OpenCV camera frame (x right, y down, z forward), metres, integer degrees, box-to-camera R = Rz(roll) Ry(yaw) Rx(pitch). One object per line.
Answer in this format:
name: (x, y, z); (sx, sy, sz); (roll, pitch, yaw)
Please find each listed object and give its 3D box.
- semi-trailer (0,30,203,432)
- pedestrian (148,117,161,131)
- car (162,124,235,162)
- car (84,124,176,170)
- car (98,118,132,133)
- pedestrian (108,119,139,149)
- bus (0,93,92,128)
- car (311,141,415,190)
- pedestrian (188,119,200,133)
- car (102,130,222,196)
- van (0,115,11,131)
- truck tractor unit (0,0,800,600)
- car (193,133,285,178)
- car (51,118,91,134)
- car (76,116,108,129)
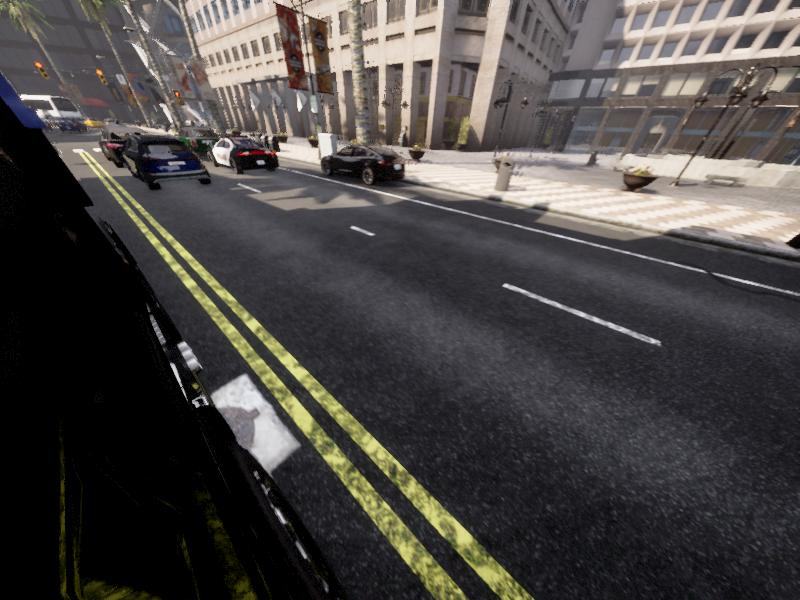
semi-trailer: (-8.797, -3.533, 4.134); (14.254, 4.402, 2.717); (27, 43, 29)
pedestrian: (-41.415, -29.739, 38.993); (0.751, 1.860, 0.751); (-24, 44, -31)
car: (-13.429, -10.532, 15.396); (4.553, 1.767, 2.097); (28, 44, 30)
car: (-14.776, -8.463, 12.649); (4.611, 1.667, 2.242); (28, 44, 30)
car: (-42.094, -25.766, 34.089); (4.611, 1.667, 2.242); (28, 44, 30)
pedestrian: (-21.126, -12.683, 17.700); (0.751, 1.860, 0.751); (-26, 45, -33)
bus: (-63.560, -33.802, 41.349); (10.273, 4.253, 3.944); (7, 37, 5)
car: (-1.889, -6.744, 11.313); (4.792, 1.488, 2.163); (28, 43, 29)
pedestrian: (-33.963, -28.686, 38.047); (0.751, 1.860, 0.751); (30, 45, 31)
car: (-9.548, -5.657, 9.258); (4.856, 1.649, 2.033); (28, 44, 30)
van: (-50.629, -21.983, 28.197); (4.480, 2.038, 2.069); (31, 45, 33)
truck tractor unit: (-2.645, -0.295, 0.351); (6.516, 4.208, 3.053); (28, 44, 30)
car: (-8.635, -7.869, 12.353); (4.974, 1.542, 2.038); (28, 44, 30)
car: (-42.650, -22.690, 30.061); (1.845, 1.501, 3.633); (-21, 43, -29)
car: (-55.846, -32.204, 41.923); (5.366, 1.575, 1.801); (20, 40, 22)
